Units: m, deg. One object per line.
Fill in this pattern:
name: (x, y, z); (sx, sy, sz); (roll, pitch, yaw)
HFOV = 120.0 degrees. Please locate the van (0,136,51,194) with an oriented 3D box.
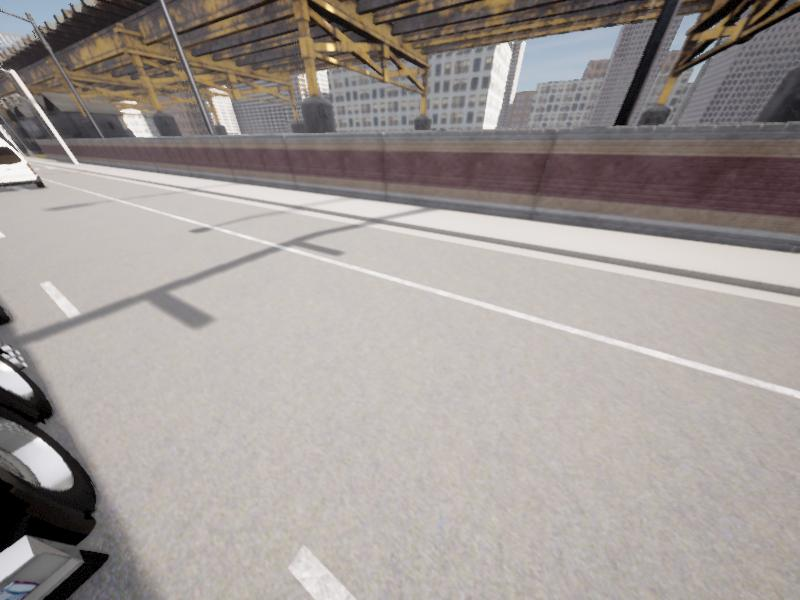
van: (-23.772, -7.981, 13.497); (5.915, 2.561, 1.988); (18, 39, 24)

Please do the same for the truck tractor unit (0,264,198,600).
truck tractor unit: (-5.118, -0.291, 0.779); (6.516, 4.208, 3.053); (18, 39, 24)
